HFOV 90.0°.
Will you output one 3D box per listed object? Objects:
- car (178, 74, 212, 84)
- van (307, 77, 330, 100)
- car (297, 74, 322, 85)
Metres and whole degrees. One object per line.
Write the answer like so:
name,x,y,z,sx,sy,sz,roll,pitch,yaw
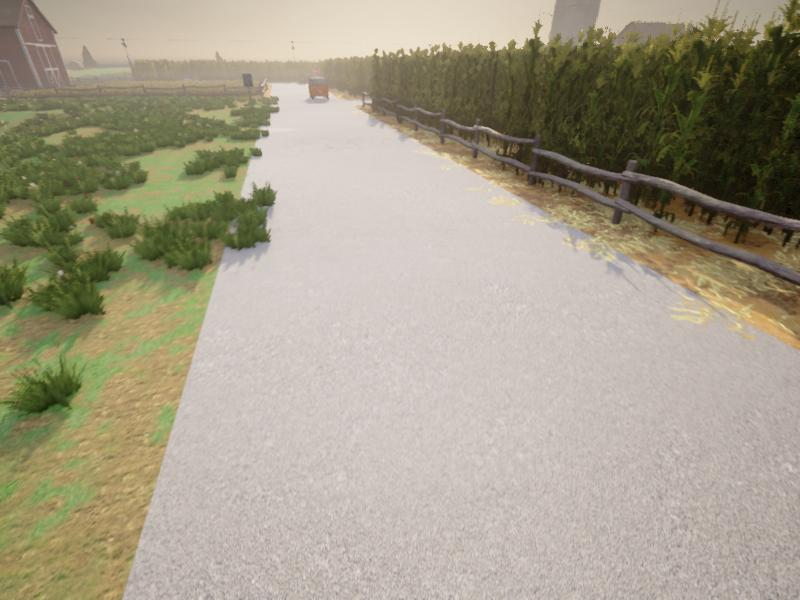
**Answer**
car,-37.424,-40.318,73.088,4.974,1.542,2.038,-7,31,-13
van,-8.561,-22.096,41.697,1.775,1.987,4.442,-7,31,-13
car,-17.235,-41.975,76.046,2.242,1.667,4.611,13,33,20
